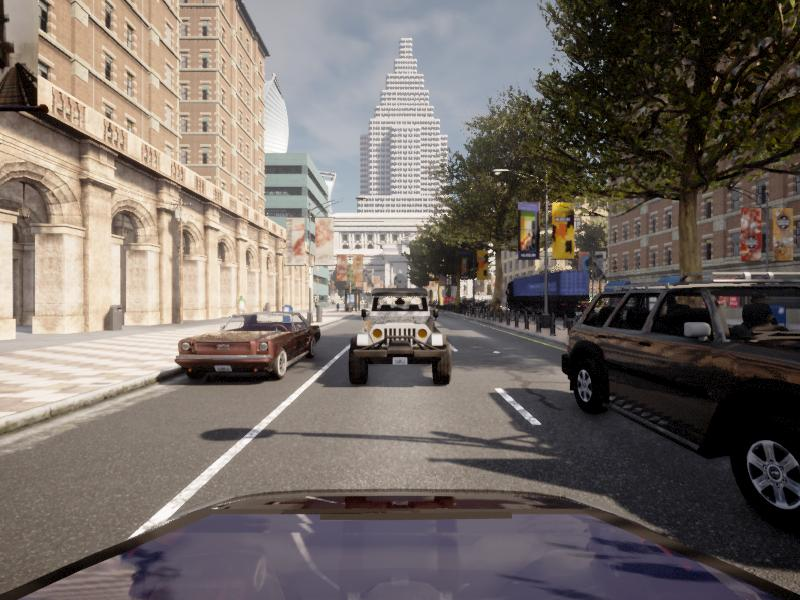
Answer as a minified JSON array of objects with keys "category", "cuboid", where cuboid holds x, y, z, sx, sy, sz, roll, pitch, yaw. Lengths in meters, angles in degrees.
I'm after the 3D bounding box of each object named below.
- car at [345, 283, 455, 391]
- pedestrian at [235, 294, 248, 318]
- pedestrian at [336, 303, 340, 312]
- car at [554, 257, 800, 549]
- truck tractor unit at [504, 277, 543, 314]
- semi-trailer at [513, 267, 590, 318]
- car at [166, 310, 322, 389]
[{"category":"car","cuboid":[-0.001,0.647,8.883,1.905,1.878,3.866,0,0,0]},{"category":"pedestrian","cuboid":[-12.456,0.490,31.410,0.751,1.860,0.751,0,0,0]},{"category":"pedestrian","cuboid":[-7.446,0.872,48.037,0.500,1.100,0.500,0,0,-1]},{"category":"car","cuboid":[3.501,0.653,4.281,1.932,1.855,4.605,0,0,0]},{"category":"truck tractor unit","cuboid":[15.132,-0.515,49.395,3.053,4.208,6.516,0,0,3]},{"category":"semi-trailer","cuboid":[15.013,-0.614,41.480,2.717,4.402,14.254,0,0,0]},{"category":"car","cuboid":[-3.250,0.940,9.526,1.895,1.301,4.718,0,0,0]}]
